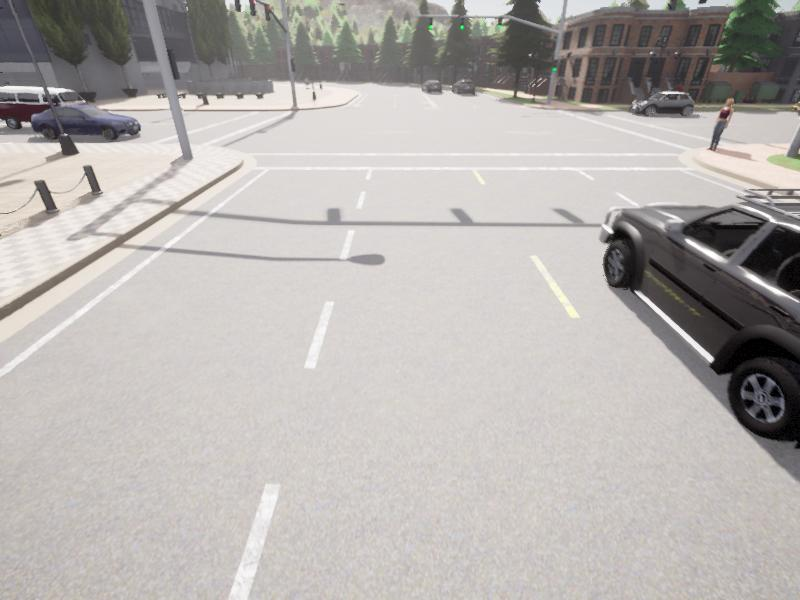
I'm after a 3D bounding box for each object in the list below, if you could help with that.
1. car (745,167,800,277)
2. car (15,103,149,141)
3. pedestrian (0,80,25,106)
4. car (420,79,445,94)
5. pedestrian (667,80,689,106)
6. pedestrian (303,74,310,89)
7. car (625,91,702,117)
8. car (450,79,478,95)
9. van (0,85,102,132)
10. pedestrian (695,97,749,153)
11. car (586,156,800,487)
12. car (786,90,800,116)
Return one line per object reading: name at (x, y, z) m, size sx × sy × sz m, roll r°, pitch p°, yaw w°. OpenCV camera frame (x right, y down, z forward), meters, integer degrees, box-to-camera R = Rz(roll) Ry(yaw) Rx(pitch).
car at (7.730, -0.426, 5.243) m, size 2.128 × 1.511 × 4.902 m, roll 0°, pitch 30°, yaw 0°
car at (-15.071, -8.555, 19.199) m, size 4.674 × 1.442 × 1.812 m, roll 1°, pitch 30°, yaw 1°
pedestrian at (-32.105, -17.130, 33.094) m, size 0.751 × 1.860 × 0.751 m, roll 9°, pitch 32°, yaw 15°
car at (4.158, -28.124, 52.653) m, size 2.163 × 1.488 × 4.792 m, roll -5°, pitch 31°, yaw -8°
pedestrian at (23.067, -17.197, 33.243) m, size 0.751 × 1.860 × 0.751 m, roll -2°, pitch 30°, yaw -4°
pedestrian at (-13.460, -31.483, 57.667) m, size 0.751 × 1.860 × 0.751 m, roll -3°, pitch 30°, yaw -4°
car at (18.449, -13.809, 28.176) m, size 3.806 × 1.475 × 1.970 m, roll 0°, pitch 30°, yaw 0°
car at (7.976, -26.819, 50.326) m, size 2.242 × 1.667 × 4.611 m, roll -3°, pitch 30°, yaw -5°
van at (-19.775, -10.619, 22.127) m, size 4.480 × 2.038 × 2.069 m, roll 1°, pitch 30°, yaw -1°
pedestrian at (12.170, -6.636, 15.171) m, size 0.751 × 1.860 × 0.751 m, roll -11°, pitch 32°, yaw -19°
car at (4.250, -0.252, 4.573) m, size 1.932 × 1.855 × 4.605 m, roll 0°, pitch 30°, yaw -1°
car at (30.921, -13.821, 28.100) m, size 5.366 × 1.575 × 1.801 m, roll 0°, pitch 30°, yaw 0°
